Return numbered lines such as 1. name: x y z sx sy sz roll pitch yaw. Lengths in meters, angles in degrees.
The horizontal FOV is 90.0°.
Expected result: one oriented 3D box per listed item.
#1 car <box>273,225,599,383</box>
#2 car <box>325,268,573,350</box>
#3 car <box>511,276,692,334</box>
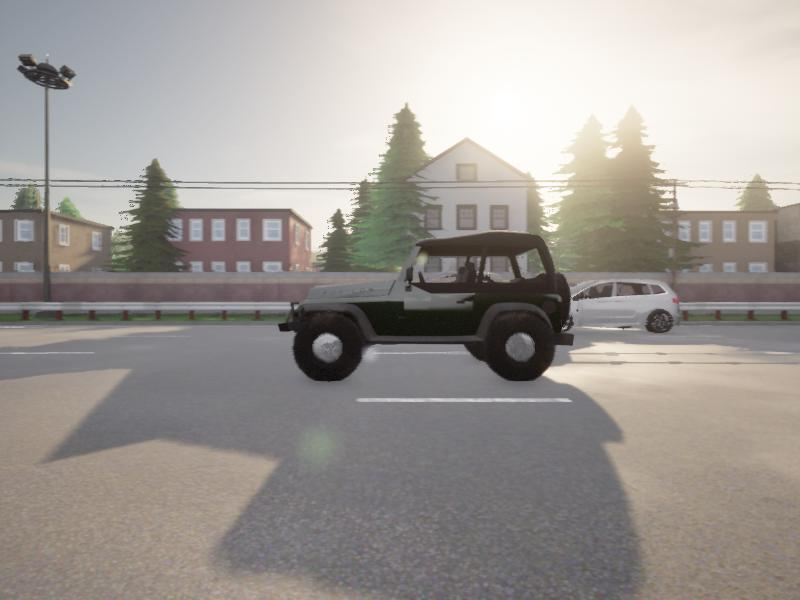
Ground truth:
1. car: 0.426 0.046 5.702 3.866 1.878 1.905 0 0 0
2. car: 0.995 0.181 9.201 5.027 1.651 2.152 0 0 0
3. car: 6.148 0.159 12.701 4.611 1.667 2.242 0 0 0
